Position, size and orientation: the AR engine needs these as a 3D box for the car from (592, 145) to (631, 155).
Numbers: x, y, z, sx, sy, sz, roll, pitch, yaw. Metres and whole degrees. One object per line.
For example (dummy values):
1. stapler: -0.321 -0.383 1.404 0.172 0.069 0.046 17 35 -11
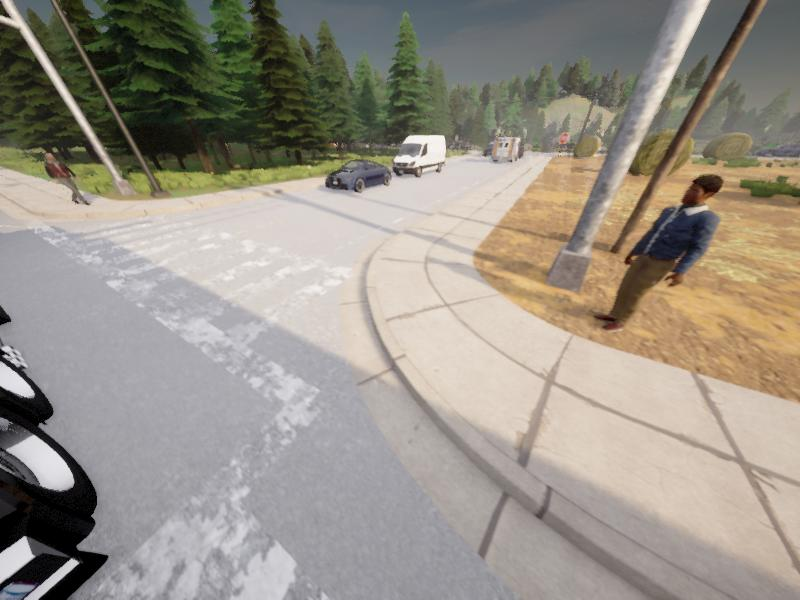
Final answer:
1. car: 36.084 -25.803 39.660 4.718 1.301 1.895 21 40 27

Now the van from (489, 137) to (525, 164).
1. van: 12.980 -18.159 27.911 2.351 2.431 6.366 19 39 25

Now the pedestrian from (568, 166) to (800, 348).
1. pedestrian: 2.882 -0.425 2.655 0.751 1.860 0.751 6 35 9

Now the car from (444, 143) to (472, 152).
1. car: 12.255 -32.576 49.252 5.238 1.638 1.930 21 40 27

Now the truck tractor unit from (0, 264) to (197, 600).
1. truck tractor unit: -5.120 -0.290 0.785 6.516 4.208 3.053 18 39 24

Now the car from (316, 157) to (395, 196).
1. car: -2.268 -7.075 13.023 1.994 1.385 4.181 19 39 25

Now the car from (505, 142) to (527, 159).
1. car: 16.688 -21.472 33.113 1.905 1.878 3.866 19 39 25

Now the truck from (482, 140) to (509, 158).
1. truck: 14.901 -23.532 35.902 2.390 2.098 6.274 17 39 23

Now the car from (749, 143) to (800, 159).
1. car: 51.633 -20.020 30.959 4.856 1.649 2.033 21 40 27

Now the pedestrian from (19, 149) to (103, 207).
1. pedestrian: -12.670 -4.575 8.719 0.751 1.860 0.751 6 35 9

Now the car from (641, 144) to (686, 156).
1. car: 41.555 -23.792 36.576 4.193 1.474 1.816 21 40 27

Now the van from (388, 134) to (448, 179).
1. van: 1.586 -11.233 17.945 1.988 2.561 5.915 19 39 25
